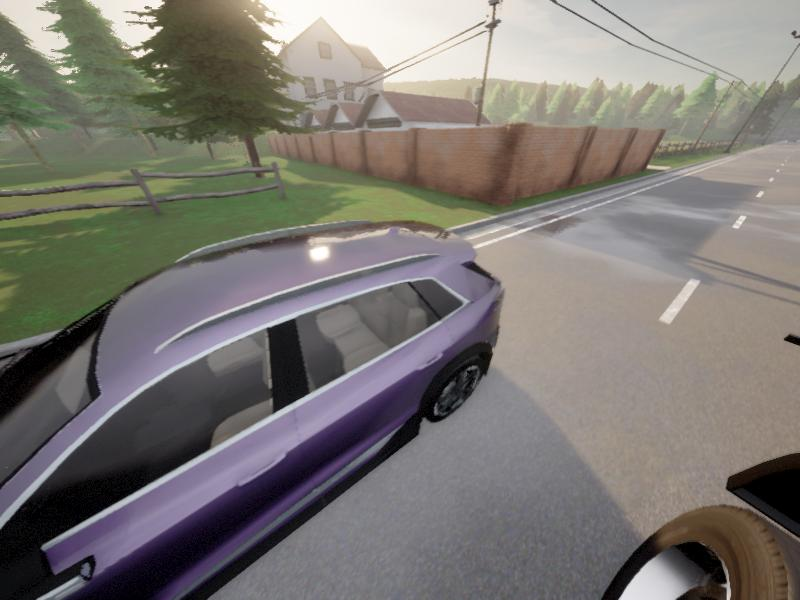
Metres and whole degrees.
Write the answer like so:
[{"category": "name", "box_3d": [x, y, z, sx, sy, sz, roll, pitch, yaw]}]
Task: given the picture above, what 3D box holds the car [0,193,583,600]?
[{"category": "car", "box_3d": [-1.147, 0.487, 1.816, 4.856, 1.649, 2.033, -22, 41, -28]}]
